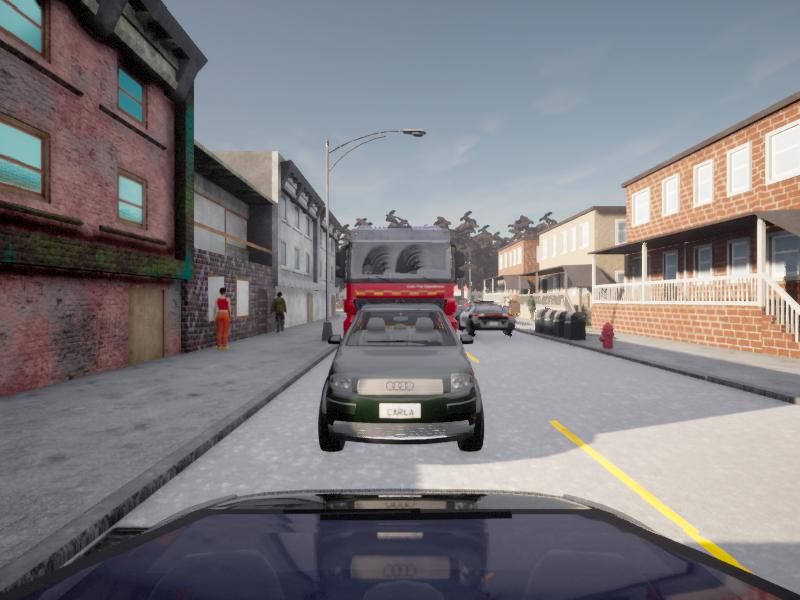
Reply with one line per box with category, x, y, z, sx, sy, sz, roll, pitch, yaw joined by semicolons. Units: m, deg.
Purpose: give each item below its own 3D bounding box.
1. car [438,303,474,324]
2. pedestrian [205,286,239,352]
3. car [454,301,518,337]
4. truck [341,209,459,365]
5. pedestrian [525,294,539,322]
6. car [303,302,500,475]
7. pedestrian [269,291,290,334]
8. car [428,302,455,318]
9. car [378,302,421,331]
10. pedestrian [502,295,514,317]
car;3.968;0.907;28.852;1.994;1.385;4.181;0;0;0
pedestrian;-5.229;0.533;11.783;0.751;1.860;0.751;0;0;-8
car;3.986;0.824;19.421;2.038;1.542;4.974;0;0;0
truck;-0.010;-0.321;14.022;2.891;3.827;8.468;0;0;0
pedestrian;8.873;0.533;26.968;0.751;1.860;0.751;0;0;8
car;0.007;0.815;5.489;1.789;1.549;3.705;0;0;0
pedestrian;-5.268;0.533;17.521;0.751;1.860;0.751;0;0;-3
car;3.948;0.895;39.132;2.033;1.411;5.357;0;0;0
car;-0.021;0.851;22.747;2.163;1.488;4.792;0;0;0
pedestrian;9.231;0.533;34.219;0.751;1.860;0.751;0;0;-2
